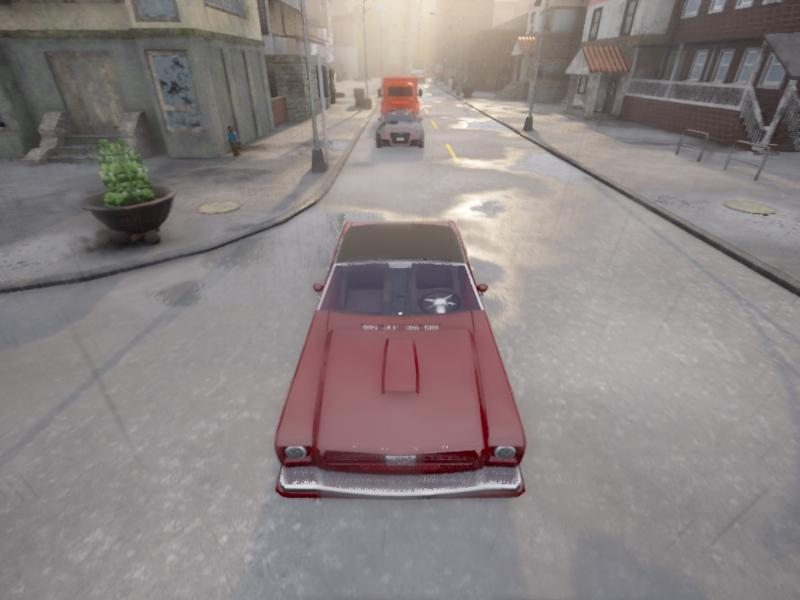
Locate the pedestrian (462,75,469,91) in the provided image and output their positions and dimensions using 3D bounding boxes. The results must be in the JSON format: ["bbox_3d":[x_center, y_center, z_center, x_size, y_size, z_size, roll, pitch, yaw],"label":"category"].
[{"bbox_3d":[8.719,-28.947,53.341,0.751,1.860,0.751,0,30,0],"label":"pedestrian"}]

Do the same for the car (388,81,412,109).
[{"bbox_3d":[0.014,-17.199,33.497,1.905,1.878,3.866,0,30,0],"label":"car"}]

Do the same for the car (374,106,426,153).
[{"bbox_3d":[0.009,-7.588,17.594,1.994,1.385,4.181,0,30,0],"label":"car"}]

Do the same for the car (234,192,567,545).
[{"bbox_3d":[0.004,0.042,4.636,1.895,1.301,4.718,0,30,0],"label":"car"}]

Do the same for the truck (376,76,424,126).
[{"bbox_3d":[0.012,-12.419,24.781,2.627,2.467,5.204,0,29,0],"label":"truck"}]

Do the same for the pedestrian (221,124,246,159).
[{"bbox_3d":[-5.989,-5.726,14.426,0.500,1.100,0.500,0,30,0],"label":"pedestrian"}]

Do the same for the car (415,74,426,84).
[{"bbox_3d":[4.030,-43.905,79.357,1.930,1.638,5.238,0,30,0],"label":"car"}]
